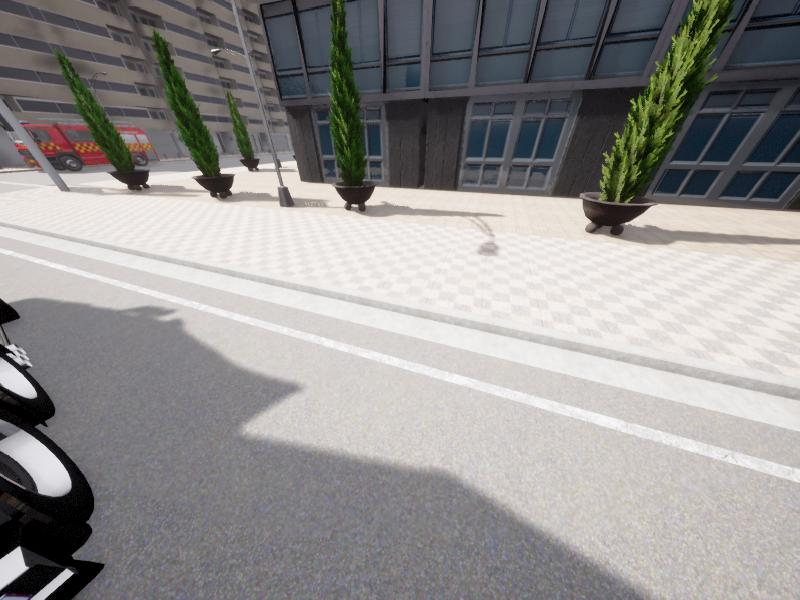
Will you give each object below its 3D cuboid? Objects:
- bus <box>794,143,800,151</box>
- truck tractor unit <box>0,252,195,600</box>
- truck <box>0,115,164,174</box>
[{"bbox_3d":[88.206,-31.627,45.143,10.273,4.253,3.944,12,37,16],"label":"bus"},{"bbox_3d":[-5.091,-0.320,0.809,6.516,4.208,3.053,19,39,25],"label":"truck tractor unit"},{"bbox_3d":[-29.167,-14.669,21.857,2.891,3.827,8.468,11,36,16],"label":"truck"}]
